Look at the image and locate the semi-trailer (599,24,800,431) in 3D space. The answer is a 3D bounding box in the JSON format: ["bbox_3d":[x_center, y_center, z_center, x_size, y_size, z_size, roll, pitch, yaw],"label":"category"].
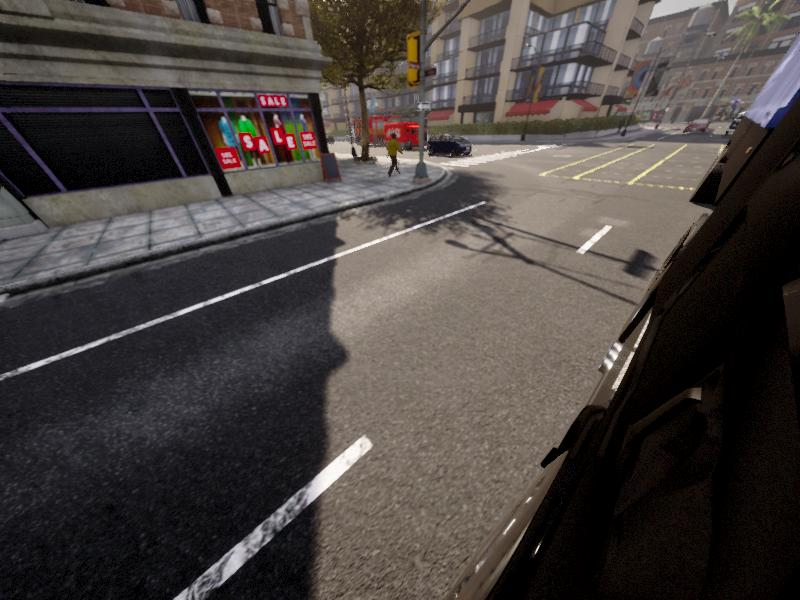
[{"bbox_3d":[8.607,-3.678,4.299,14.254,4.402,2.717,-29,44,-31],"label":"semi-trailer"}]

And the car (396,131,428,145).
[{"bbox_3d":[1.736,-23.984,34.129,2.007,1.525,4.514,-29,44,-31],"label":"car"}]

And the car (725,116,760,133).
[{"bbox_3d":[41.709,-21.445,28.195,4.674,1.442,1.812,-29,44,-31],"label":"car"}]

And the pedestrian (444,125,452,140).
[{"bbox_3d":[7.442,-25.903,35.731,0.751,1.860,0.751,-29,44,-31],"label":"pedestrian"}]

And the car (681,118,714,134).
[{"bbox_3d":[37.451,-21.861,29.030,4.674,1.442,1.812,-30,45,-30],"label":"car"}]

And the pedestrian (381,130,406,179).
[{"bbox_3d":[-0.287,-6.936,11.046,0.751,1.860,0.751,-31,45,-32],"label":"pedestrian"}]

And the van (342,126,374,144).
[{"bbox_3d":[-7.739,-30.444,42.584,2.351,2.431,6.366,-29,44,-31],"label":"van"}]

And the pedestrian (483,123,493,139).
[{"bbox_3d":[13.173,-25.404,34.691,0.751,1.860,0.751,-31,45,-32],"label":"pedestrian"}]

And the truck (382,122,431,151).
[{"bbox_3d":[0.689,-18.687,26.364,2.627,2.467,5.204,-30,45,-31],"label":"truck"}]

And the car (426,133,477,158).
[{"bbox_3d":[4.141,-12.919,19.253,1.789,1.549,3.705,-29,44,-31],"label":"car"}]

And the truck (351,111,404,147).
[{"bbox_3d":[-3.342,-24.990,33.888,2.891,3.827,8.468,-29,44,-31],"label":"truck"}]

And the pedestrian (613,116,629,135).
[{"bbox_3d":[28.790,-22.716,30.094,0.751,1.860,0.751,24,44,31],"label":"pedestrian"}]

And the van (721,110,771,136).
[{"bbox_3d":[36.635,-18.847,24.581,4.480,2.038,2.069,-29,44,-31],"label":"van"}]

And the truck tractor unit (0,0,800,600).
[{"bbox_3d":[2.645,-0.295,0.351,6.516,4.208,3.053,-28,44,-30],"label":"truck tractor unit"}]
